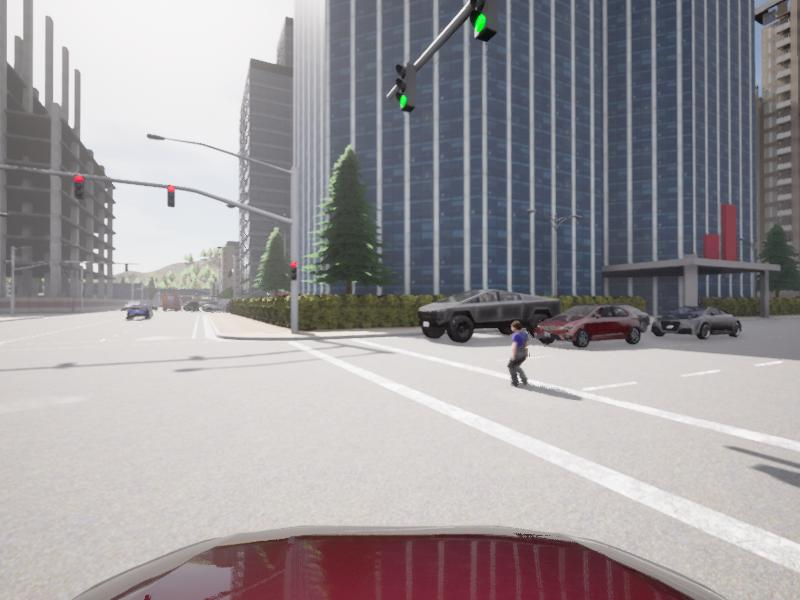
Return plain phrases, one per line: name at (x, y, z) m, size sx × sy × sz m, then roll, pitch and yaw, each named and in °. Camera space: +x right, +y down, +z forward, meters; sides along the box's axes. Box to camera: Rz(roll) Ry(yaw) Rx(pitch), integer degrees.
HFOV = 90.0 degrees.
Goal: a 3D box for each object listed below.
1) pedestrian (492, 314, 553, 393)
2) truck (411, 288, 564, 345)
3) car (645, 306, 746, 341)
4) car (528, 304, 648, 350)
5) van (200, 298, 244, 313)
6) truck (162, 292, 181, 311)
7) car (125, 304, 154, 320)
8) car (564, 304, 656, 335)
pedestrian at (2.227, 0.929, 7.299) m, size 0.751 × 1.300 × 0.751 m, roll 0°, pitch 0°, yaw -34°
truck at (3.815, 0.614, 17.145) m, size 6.274 × 2.098 × 2.390 m, roll 0°, pitch 0°, yaw -26°
car at (13.248, 0.967, 17.910) m, size 4.181 × 1.385 × 1.994 m, roll 0°, pitch 0°, yaw -27°
car at (6.977, 0.905, 14.800) m, size 4.193 × 1.474 × 1.816 m, roll 0°, pitch 0°, yaw -26°
van at (-29.826, 0.881, 67.088) m, size 6.366 × 2.431 × 2.351 m, roll 0°, pitch -1°, yaw -44°
truck at (-48.402, 0.331, 84.916) m, size 2.891 × 3.827 × 8.468 m, roll 0°, pitch 0°, yaw -26°
car at (-26.435, 1.161, 40.704) m, size 2.007 × 1.525 × 4.514 m, roll 0°, pitch 0°, yaw -26°
car at (10.862, 0.951, 20.625) m, size 4.674 × 1.442 × 1.812 m, roll 0°, pitch 0°, yaw -26°
